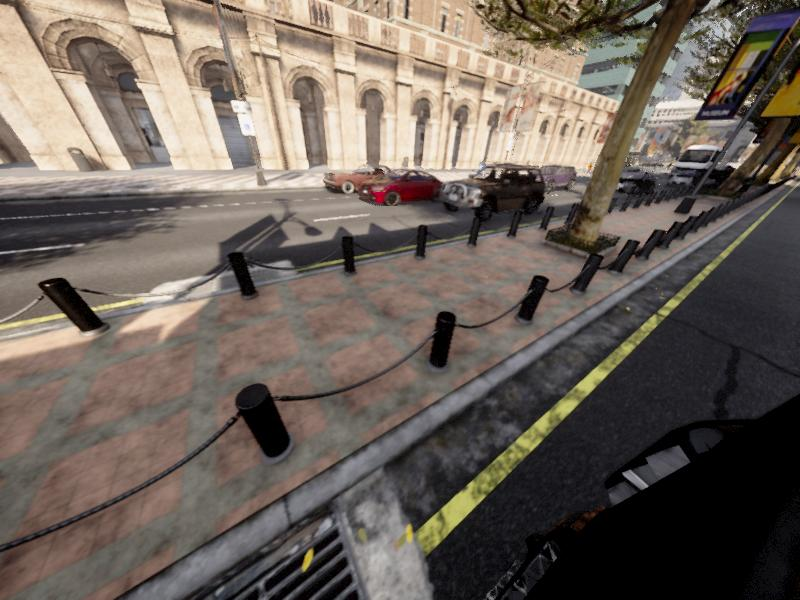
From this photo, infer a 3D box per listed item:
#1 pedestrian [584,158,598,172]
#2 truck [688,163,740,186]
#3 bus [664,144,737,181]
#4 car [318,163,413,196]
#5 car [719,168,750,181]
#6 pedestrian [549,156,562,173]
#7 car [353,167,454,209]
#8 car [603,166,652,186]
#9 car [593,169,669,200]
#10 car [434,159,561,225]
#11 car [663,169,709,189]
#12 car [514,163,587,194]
[{"bbox_3d":[29.112,-20.576,35.228,0.751,1.860,0.751,-13,37,-23],"label":"pedestrian"},{"bbox_3d":[39.256,-15.774,28.881,6.274,2.098,2.390,-18,39,-28],"label":"truck"},{"bbox_3d":[45.851,-20.958,35.260,10.273,4.253,3.944,-18,39,-28],"label":"bus"},{"bbox_3d":[-1.809,-6.827,12.925,4.718,1.301,1.895,-18,39,-28],"label":"car"},{"bbox_3d":[53.396,-20.054,36.901,5.366,1.575,1.801,-18,39,-28],"label":"car"},{"bbox_3d":[20.186,-17.571,30.004,0.751,1.860,0.751,30,42,35],"label":"pedestrian"},{"bbox_3d":[0.201,-5.359,10.812,4.181,1.385,1.994,-18,39,-28],"label":"car"},{"bbox_3d":[23.311,-12.757,23.638,4.892,1.490,1.837,-18,39,-27],"label":"car"},{"bbox_3d":[16.270,-8.228,16.256,4.902,1.511,2.128,-18,39,-28],"label":"car"},{"bbox_3d":[3.883,-4.441,9.258,4.605,1.855,1.932,-17,38,-28],"label":"car"},{"bbox_3d":[28.497,-12.121,23.054,3.633,1.501,1.845,-18,39,-28],"label":"car"},{"bbox_3d":[10.903,-8.866,16.694,4.856,1.649,2.033,-18,39,-28],"label":"car"}]
